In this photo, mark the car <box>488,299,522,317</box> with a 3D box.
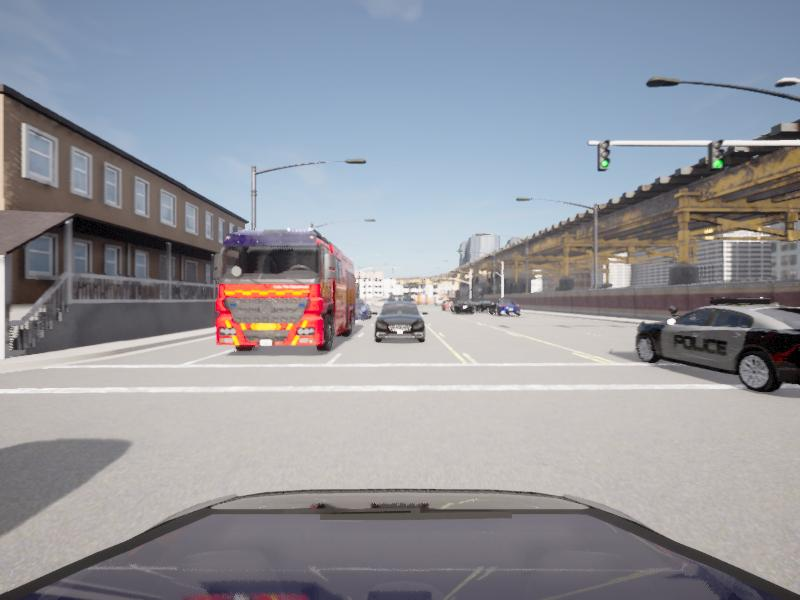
[{"bbox_3d":[10.498,0.759,40.352,2.152,1.651,5.027,0,0,0],"label":"car"}]

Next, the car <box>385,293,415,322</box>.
[{"bbox_3d":[-0.001,0.551,31.307,2.150,2.045,5.566,0,0,0],"label":"car"}]

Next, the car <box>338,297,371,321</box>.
[{"bbox_3d":[-3.499,0.676,31.589,2.097,1.767,4.553,0,0,0],"label":"car"}]

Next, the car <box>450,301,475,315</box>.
[{"bbox_3d":[6.998,0.828,45.334,2.163,1.488,4.792,0,0,0],"label":"car"}]

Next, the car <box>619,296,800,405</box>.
[{"bbox_3d":[7.003,0.763,8.411,1.930,1.638,5.238,0,0,0],"label":"car"}]

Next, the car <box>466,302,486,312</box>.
[{"bbox_3d":[10.498,0.917,55.525,1.895,1.301,4.718,0,0,0],"label":"car"}]

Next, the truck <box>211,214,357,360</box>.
[{"bbox_3d":[-3.503,-0.331,14.700,2.891,3.827,8.468,0,0,0],"label":"truck"}]

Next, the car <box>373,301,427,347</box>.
[{"bbox_3d":[0.000,0.832,16.208,1.837,1.490,4.892,0,1,0],"label":"car"}]

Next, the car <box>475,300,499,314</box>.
[{"bbox_3d":[10.499,0.798,48.791,1.882,1.535,5.008,0,0,0],"label":"car"}]
